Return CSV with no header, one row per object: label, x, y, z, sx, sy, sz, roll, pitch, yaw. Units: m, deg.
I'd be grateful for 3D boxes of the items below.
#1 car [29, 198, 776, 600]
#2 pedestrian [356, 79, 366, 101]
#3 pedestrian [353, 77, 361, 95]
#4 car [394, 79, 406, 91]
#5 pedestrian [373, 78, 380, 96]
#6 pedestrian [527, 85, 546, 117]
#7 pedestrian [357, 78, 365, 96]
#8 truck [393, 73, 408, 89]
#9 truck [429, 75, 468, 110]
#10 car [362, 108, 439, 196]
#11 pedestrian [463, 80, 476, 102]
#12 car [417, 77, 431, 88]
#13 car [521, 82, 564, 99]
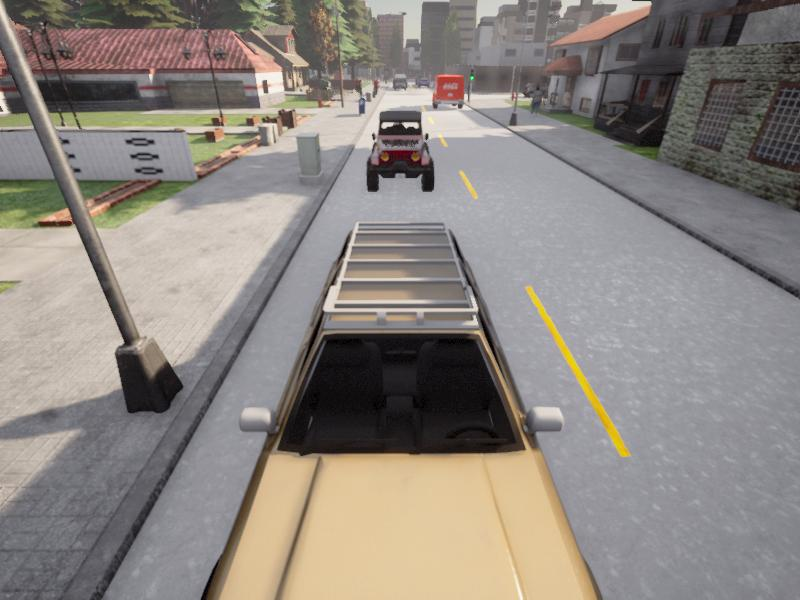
car,0.008,0.713,3.109,1.932,1.855,4.605,0,28,0
pedestrian,-3.893,-20.970,39.966,0.751,1.860,0.751,-7,31,-12
pedestrian,-5.208,-26.140,48.843,0.751,1.860,0.751,1,30,1
car,0.033,-32.583,60.548,1.816,1.474,4.193,0,30,0
pedestrian,-2.761,-24.932,46.769,0.751,1.860,0.751,2,30,3
pedestrian,9.240,-13.498,27.138,0.751,1.860,0.751,0,30,0
pedestrian,-4.612,-25.021,46.921,0.751,1.860,0.751,-5,31,-9
truck,0.031,-36.533,66.711,2.390,2.098,6.274,0,30,0
truck,4.024,-17.872,34.299,2.627,2.467,5.204,0,30,0
car,0.010,-4.585,12.057,1.905,1.878,3.866,0,30,0
pedestrian,6.647,-20.031,38.359,0.751,1.860,0.751,-16,34,-25
car,4.034,-37.093,68.243,2.007,1.525,4.514,0,30,0
car,16.105,-23.831,45.391,3.988,1.617,1.851,0,30,0
